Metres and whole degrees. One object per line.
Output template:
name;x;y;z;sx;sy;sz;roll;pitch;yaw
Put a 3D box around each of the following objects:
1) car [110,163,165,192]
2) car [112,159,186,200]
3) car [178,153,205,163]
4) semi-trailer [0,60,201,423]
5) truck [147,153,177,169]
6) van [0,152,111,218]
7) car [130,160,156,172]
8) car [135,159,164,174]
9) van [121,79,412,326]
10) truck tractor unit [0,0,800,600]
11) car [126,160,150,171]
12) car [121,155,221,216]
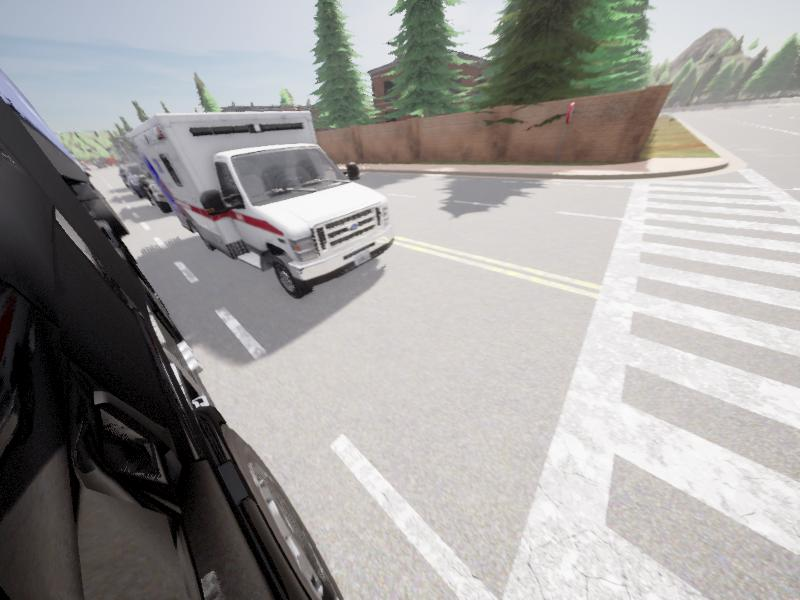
car;-20.713;-9.745;18.213;4.514;1.525;2.007;24;45;34
car;-15.624;-7.590;14.359;4.553;1.767;2.097;24;45;34
car;-52.057;-35.565;57.738;2.007;1.525;4.514;24;45;34
semi-trailer;-8.844;-2.955;4.753;14.254;4.402;2.717;21;44;35
truck;-44.060;-25.764;42.736;6.274;2.098;2.390;24;45;34
van;-18.809;-6.521;12.792;6.366;2.431;2.351;24;45;34
car;-41.864;-21.833;37.589;4.892;1.490;1.837;24;45;34
car;-36.480;-19.463;33.592;5.008;1.535;1.882;24;45;34
van;-3.040;-2.260;4.851;6.366;2.431;2.351;24;45;34
truck tractor unit;-2.645;-0.295;0.351;6.516;4.208;3.053;28;43;30
car;-47.641;-24.359;41.900;5.357;1.411;2.033;24;45;34
car;-10.392;-5.301;10.459;4.605;1.855;1.932;24;45;34
